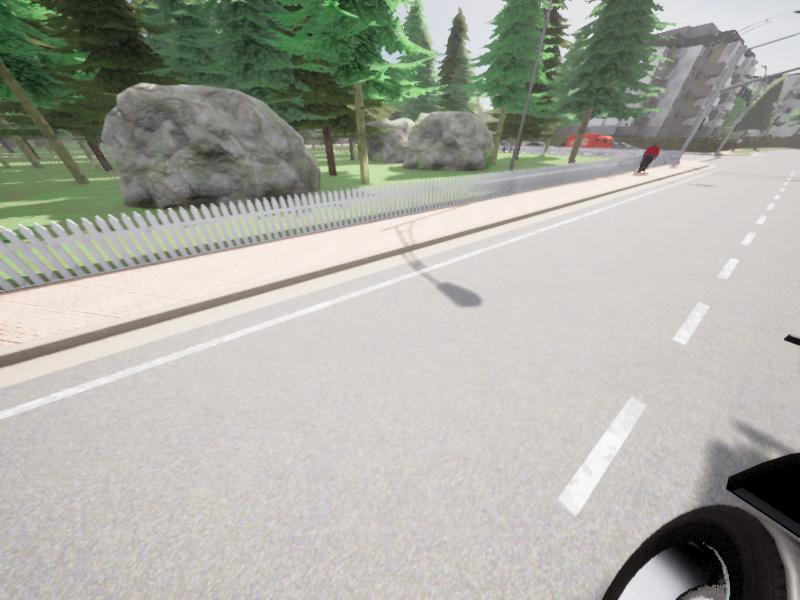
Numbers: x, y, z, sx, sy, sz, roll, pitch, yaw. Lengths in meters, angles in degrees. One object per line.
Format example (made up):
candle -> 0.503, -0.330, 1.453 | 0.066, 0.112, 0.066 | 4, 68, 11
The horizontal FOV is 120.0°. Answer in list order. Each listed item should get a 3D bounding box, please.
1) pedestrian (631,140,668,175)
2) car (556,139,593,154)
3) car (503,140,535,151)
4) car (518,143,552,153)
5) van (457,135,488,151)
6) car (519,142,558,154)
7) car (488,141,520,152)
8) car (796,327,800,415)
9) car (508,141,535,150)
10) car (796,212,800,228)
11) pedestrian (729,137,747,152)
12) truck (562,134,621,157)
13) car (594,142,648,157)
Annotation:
pedestrian -> 15.959, -9.145, 14.836 | 0.751, 1.860, 0.751 | -22, 40, -27
car -> 27.210, -24.062, 36.152 | 1.905, 1.878, 3.866 | -21, 40, -26
car -> 23.602, -30.918, 46.145 | 1.801, 1.575, 5.366 | -20, 40, -26
car -> 23.718, -26.957, 40.785 | 1.895, 1.301, 4.718 | -20, 40, -26
van -> 14.571, -31.925, 46.795 | 1.988, 2.561, 5.915 | -20, 40, -26
car -> 22.247, -24.614, 37.307 | 1.837, 1.490, 4.892 | -20, 40, -26
car -> 18.706, -27.792, 41.825 | 1.837, 1.490, 4.892 | -20, 40, -26
car -> 6.732, 0.000, 2.522 | 5.366, 1.575, 1.801 | -24, 42, -27
car -> 25.575, -32.837, 48.964 | 1.812, 1.442, 4.674 | -20, 40, -26
car -> 14.497, -3.065, 6.873 | 4.792, 1.488, 2.163 | -21, 40, -27
pedestrian -> 53.006, -24.418, 36.220 | 0.751, 1.860, 0.751 | -19, 39, -24
truck -> 26.217, -21.450, 31.960 | 2.627, 2.467, 5.204 | -20, 40, -26
car -> 30.491, -20.966, 32.080 | 2.128, 1.511, 4.902 | -20, 40, -26
